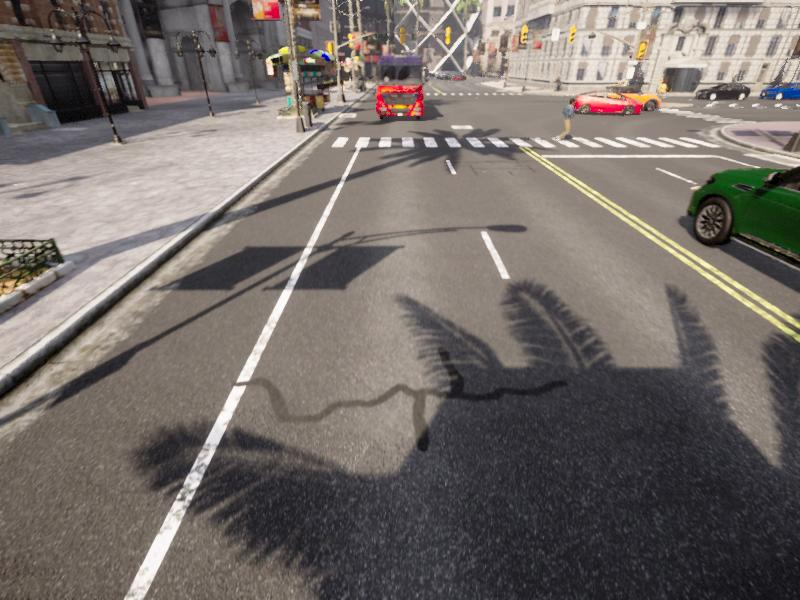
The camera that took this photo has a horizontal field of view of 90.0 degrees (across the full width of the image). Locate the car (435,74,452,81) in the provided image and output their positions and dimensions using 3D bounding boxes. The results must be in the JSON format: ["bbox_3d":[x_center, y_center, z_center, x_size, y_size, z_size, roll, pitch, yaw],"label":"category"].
[{"bbox_3d":[9.952,-50.453,90.815,1.895,1.301,4.718,17,34,26],"label":"car"}]

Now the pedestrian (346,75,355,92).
[{"bbox_3d":[-6.206,-27.312,50.408,0.751,1.860,0.751,18,35,28],"label":"pedestrian"}]

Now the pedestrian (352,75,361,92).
[{"bbox_3d":[-5.317,-26.640,49.261,0.751,1.860,0.751,18,35,27],"label":"pedestrian"}]

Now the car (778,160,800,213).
[{"bbox_3d":[10.506,-1.780,7.743,1.895,1.301,4.718,0,30,0],"label":"car"}]

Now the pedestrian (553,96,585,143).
[{"bbox_3d":[7.478,-8.023,17.791,0.751,1.860,0.751,-2,30,-3],"label":"pedestrian"}]

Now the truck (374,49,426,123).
[{"bbox_3d":[0.007,-14.623,27.159,2.891,3.827,8.468,0,30,0],"label":"truck"}]

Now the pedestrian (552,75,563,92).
[{"bbox_3d":[19.501,-26.790,49.525,0.751,1.860,0.751,-5,31,-9],"label":"pedestrian"}]

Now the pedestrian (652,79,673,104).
[{"bbox_3d":[22.421,-17.832,34.251,0.751,1.860,0.751,-2,30,-3],"label":"pedestrian"}]

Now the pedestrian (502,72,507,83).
[{"bbox_3d":[20.076,-42.692,76.665,0.751,1.860,0.751,8,31,13],"label":"pedestrian"}]

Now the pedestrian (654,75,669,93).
[{"bbox_3d":[32.005,-26.490,49.016,0.751,1.860,0.751,1,30,2],"label":"pedestrian"}]

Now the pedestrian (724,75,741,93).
[{"bbox_3d":[39.439,-25.584,47.471,0.751,1.860,0.751,-3,30,-5],"label":"pedestrian"}]

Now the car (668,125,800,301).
[{"bbox_3d":[7.001,-1.105,5.841,2.150,2.045,5.566,-1,30,-1],"label":"car"}]

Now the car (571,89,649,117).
[{"bbox_3d":[14.681,-13.985,28.348,4.514,1.525,2.007,10,32,17],"label":"car"}]

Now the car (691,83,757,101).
[{"bbox_3d":[32.796,-21.141,40.597,4.892,1.490,1.837,0,30,0],"label":"car"}]

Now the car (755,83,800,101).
[{"bbox_3d":[39.576,-21.186,40.634,5.008,1.535,1.882,0,30,-1],"label":"car"}]

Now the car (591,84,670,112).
[{"bbox_3d":[17.677,-15.648,30.921,4.553,1.767,2.097,4,31,8],"label":"car"}]
